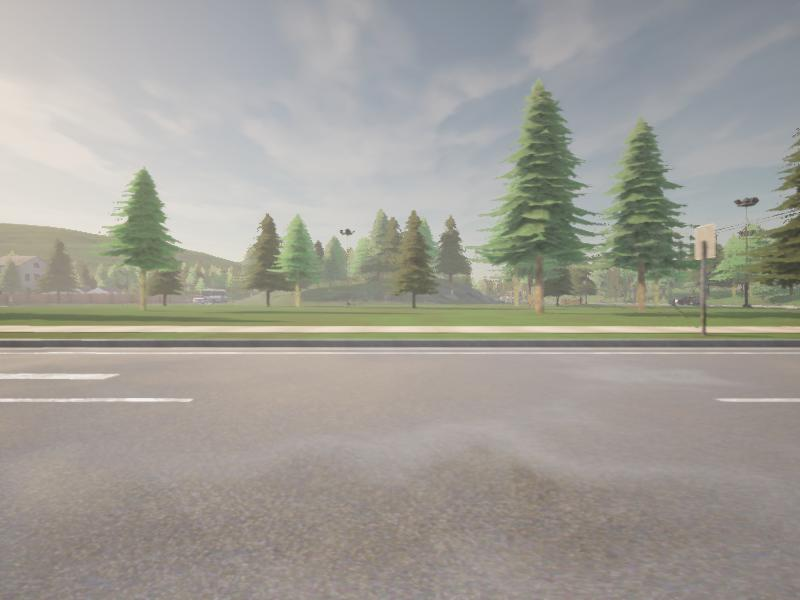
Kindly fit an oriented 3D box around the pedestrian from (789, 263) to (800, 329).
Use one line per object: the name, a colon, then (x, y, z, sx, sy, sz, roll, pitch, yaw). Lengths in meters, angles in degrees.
pedestrian: (11.556, -0.115, 11.123, 0.751, 1.860, 0.751, 0, 0, 1)
